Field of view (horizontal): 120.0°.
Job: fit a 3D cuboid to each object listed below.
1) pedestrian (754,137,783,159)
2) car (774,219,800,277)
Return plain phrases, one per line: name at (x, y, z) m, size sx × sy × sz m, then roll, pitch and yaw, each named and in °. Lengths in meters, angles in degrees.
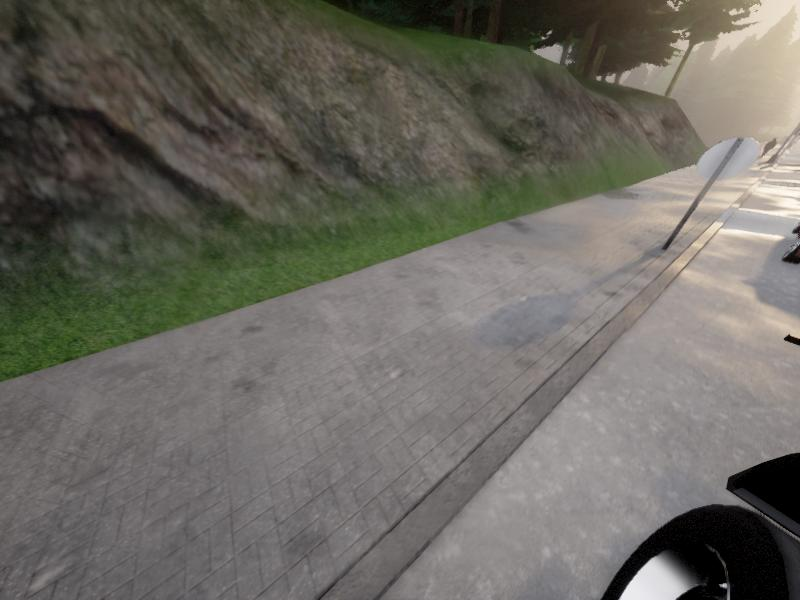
pedestrian at (38.750, -15.995, 24.307) m, size 0.751 × 1.860 × 0.751 m, roll -20°, pitch 40°, yaw -26°
car at (10.139, -1.566, 4.682) m, size 5.008 × 1.535 × 1.882 m, roll -21°, pitch 40°, yaw -26°
